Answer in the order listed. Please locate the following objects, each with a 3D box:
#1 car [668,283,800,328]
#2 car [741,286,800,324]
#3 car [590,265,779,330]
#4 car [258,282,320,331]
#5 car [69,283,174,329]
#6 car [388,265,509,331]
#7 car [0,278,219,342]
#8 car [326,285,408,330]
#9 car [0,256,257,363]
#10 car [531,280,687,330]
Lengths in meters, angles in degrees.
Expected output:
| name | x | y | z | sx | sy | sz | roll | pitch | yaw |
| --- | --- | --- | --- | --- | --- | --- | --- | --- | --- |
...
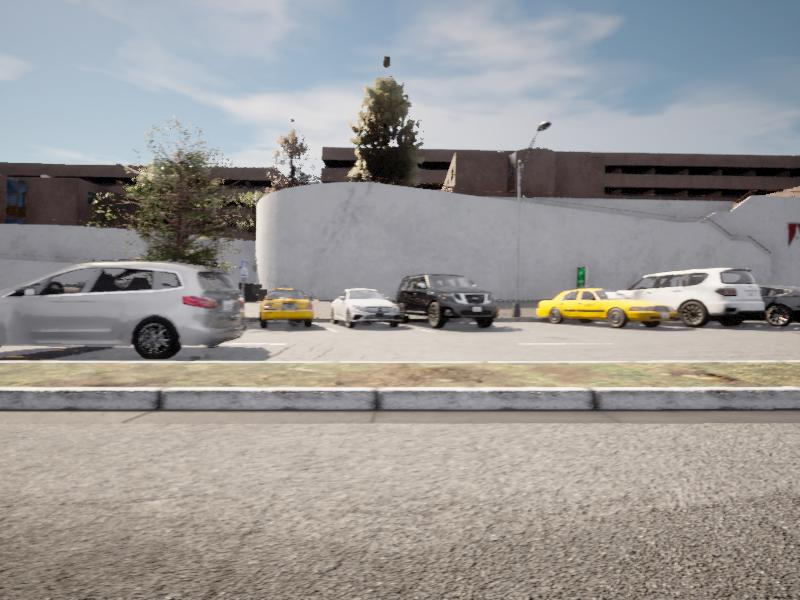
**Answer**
| name | x | y | z | sx | sy | sz | roll | pitch | yaw |
| --- | --- | --- | --- | --- | --- | --- | --- | --- | --- |
| car | 13.528 | 0.205 | 15.553 | 2.163 | 1.488 | 4.792 | 0 | -1 | -20 |
| car | 16.553 | 0.192 | 15.528 | 2.002 | 1.452 | 4.674 | 0 | -1 | -20 |
| car | 10.527 | -0.053 | 15.558 | 2.435 | 2.045 | 5.566 | 0 | -1 | -20 |
| car | -4.546 | 0.231 | 15.710 | 1.946 | 1.575 | 5.366 | 0 | -1 | -20 |
| car | -10.469 | 0.248 | 15.517 | 2.163 | 1.488 | 4.792 | 1 | -1 | -20 |
| car | 1.547 | -0.017 | 15.513 | 2.435 | 2.045 | 5.566 | 1 | -1 | -20 |
| car | -7.614 | 0.228 | 10.472 | 4.892 | 1.490 | 1.837 | 0 | 0 | 0 |
| car | -1.473 | 0.273 | 15.541 | 2.002 | 1.452 | 4.674 | 1 | -1 | -20 |
| car | -5.382 | 0.136 | 7.464 | 4.611 | 1.667 | 2.242 | 1 | 0 | 0 |
| car | 7.601 | 0.208 | 15.359 | 1.946 | 1.575 | 5.366 | 0 | -1 | -20 |
